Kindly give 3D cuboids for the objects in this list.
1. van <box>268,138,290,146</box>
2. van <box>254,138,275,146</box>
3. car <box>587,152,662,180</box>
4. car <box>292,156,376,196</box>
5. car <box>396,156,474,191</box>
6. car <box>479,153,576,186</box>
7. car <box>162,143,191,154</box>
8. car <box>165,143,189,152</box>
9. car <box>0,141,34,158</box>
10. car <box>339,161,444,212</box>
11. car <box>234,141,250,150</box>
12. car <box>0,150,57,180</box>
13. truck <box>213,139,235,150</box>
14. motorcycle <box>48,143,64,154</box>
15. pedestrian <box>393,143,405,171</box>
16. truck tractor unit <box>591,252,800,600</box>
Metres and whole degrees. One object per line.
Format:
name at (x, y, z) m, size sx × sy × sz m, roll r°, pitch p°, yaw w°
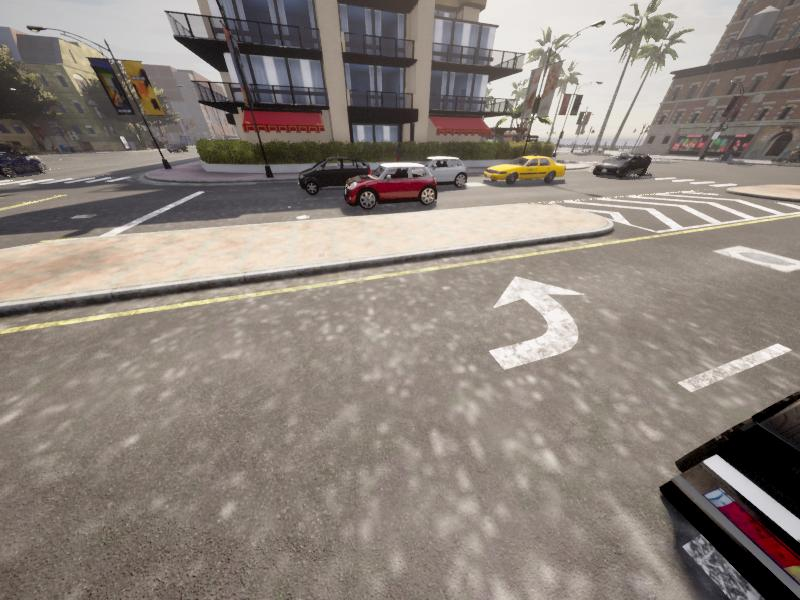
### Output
van at (-44.889, -58.541, 85.635) m, size 2.351 × 2.431 × 6.366 m, roll 26°, pitch 42°, yaw 32°
van at (-49.754, -58.159, 85.051) m, size 2.351 × 2.431 × 6.366 m, roll 14°, pitch 37°, yaw 19°
car at (16.896, -10.190, 17.421) m, size 4.514 × 1.525 × 2.007 m, roll -15°, pitch 38°, yaw -21°
car at (-3.305, -6.441, 11.868) m, size 3.705 × 1.549 × 1.789 m, roll -10°, pitch 36°, yaw -14°
car at (1.880, -7.319, 13.232) m, size 3.806 × 1.475 × 1.970 m, roll -10°, pitch 36°, yaw -14°
car at (8.068, -8.448, 14.808) m, size 5.366 × 1.575 × 1.801 m, roll -10°, pitch 36°, yaw -14°
car at (-41.100, -28.027, 42.652) m, size 1.837 × 1.490 × 4.892 m, roll -10°, pitch 36°, yaw -15°
car at (-47.301, -32.553, 49.155) m, size 1.812 × 1.442 × 4.674 m, roll -10°, pitch 36°, yaw -15°
car at (-53.818, -20.384, 31.242) m, size 3.866 × 1.878 × 1.905 m, roll -8°, pitch 36°, yaw -11°
car at (-0.414, -4.822, 9.629) m, size 3.806 × 1.475 × 1.970 m, roll -10°, pitch 36°, yaw -14°
car at (-39.802, -38.919, 58.178) m, size 2.033 × 1.649 × 4.856 m, roll -10°, pitch 36°, yaw -15°
car at (-27.025, -9.360, 15.913) m, size 1.845 × 1.501 × 3.633 m, roll -10°, pitch 36°, yaw -15°
truck at (-42.829, -37.961, 56.379) m, size 2.390 × 2.098 × 6.274 m, roll -10°, pitch 36°, yaw -15°
motorcycle at (-57.957, -25.515, 38.885) m, size 2.356 × 1.277 × 0.764 m, roll 28°, pitch 53°, yaw 34°
pedestrian at (-0.079, -11.608, 18.735) m, size 0.751 × 1.860 × 0.751 m, roll -10°, pitch 36°, yaw -15°
truck tractor unit at (5.283, -0.073, 0.453) m, size 6.516 × 4.208 × 3.053 m, roll -10°, pitch 36°, yaw -14°
